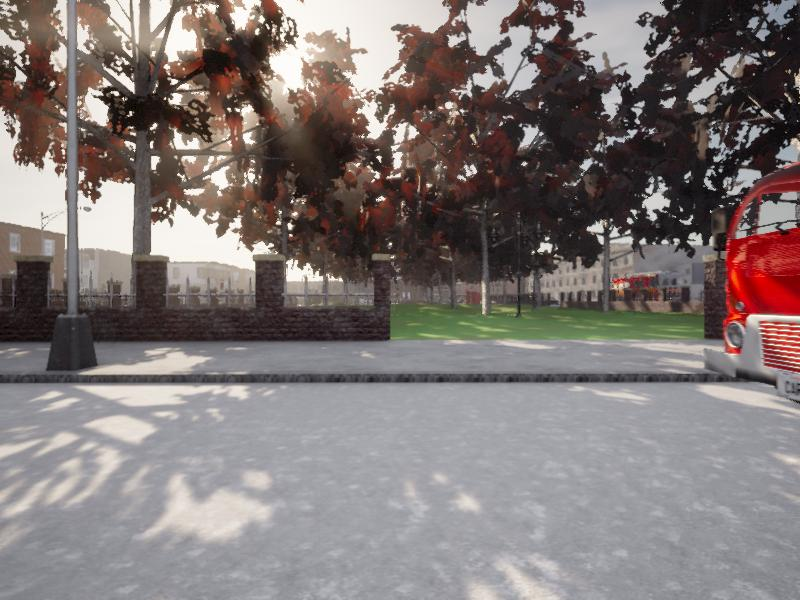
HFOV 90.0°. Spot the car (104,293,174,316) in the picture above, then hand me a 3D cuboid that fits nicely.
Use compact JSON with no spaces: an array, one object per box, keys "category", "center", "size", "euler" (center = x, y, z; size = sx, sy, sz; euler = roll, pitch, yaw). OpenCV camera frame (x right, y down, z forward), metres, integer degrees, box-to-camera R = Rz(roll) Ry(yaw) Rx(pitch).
[{"category":"car","center":[-19.164,0.298,29.677],"size":[2.128,1.511,4.902],"euler":[0,0,-2]}]

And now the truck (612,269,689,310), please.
[{"category":"truck","center":[25.994,-0.994,42.175],"size":[2.891,3.827,8.468],"euler":[0,0,0]}]

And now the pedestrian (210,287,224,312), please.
[{"category":"pedestrian","center":[-14.019,-0.021,30.611],"size":[0.751,1.860,0.751],"euler":[0,0,0]}]

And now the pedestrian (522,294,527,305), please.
[{"category":"pedestrian","center":[21.753,-0.125,69.908],"size":[0.751,1.860,0.751],"euler":[0,0,17]}]

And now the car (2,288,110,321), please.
[{"category":"car","center":[-19.279,0.240,22.820],"size":[2.033,1.649,4.856],"euler":[0,0,-1]}]

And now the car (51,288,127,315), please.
[{"category":"car","center":[-23.148,0.131,30.036],"size":[1.932,1.855,4.605],"euler":[0,-1,3]}]

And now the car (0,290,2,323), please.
[{"category":"car","center":[-19.525,0.298,16.093],"size":[2.128,1.511,4.902],"euler":[0,0,1]}]

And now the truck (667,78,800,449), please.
[{"category":"truck","center":[5.268,-0.262,2.665],"size":[5.204,2.467,2.627],"euler":[-1,0,0]}]

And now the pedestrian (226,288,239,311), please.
[{"category":"pedestrian","center":[-14.002,-0.020,33.376],"size":[0.751,1.860,0.751],"euler":[0,0,0]}]
